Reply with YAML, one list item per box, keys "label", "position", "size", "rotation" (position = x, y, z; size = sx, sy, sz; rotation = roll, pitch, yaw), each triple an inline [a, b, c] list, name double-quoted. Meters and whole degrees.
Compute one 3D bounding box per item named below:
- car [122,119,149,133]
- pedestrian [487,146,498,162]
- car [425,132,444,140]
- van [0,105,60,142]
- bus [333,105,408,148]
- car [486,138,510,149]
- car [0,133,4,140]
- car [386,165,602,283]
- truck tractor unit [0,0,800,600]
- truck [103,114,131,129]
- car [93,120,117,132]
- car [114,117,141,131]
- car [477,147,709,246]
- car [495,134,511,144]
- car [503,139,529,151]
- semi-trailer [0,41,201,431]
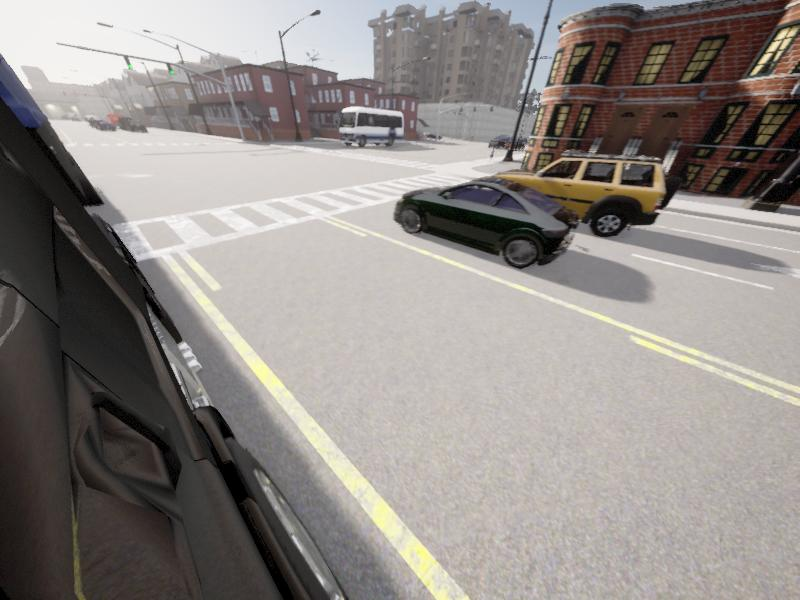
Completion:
- label: "car"
  position: [-47.079, -30.983, 41.082]
  size: [4.553, 1.767, 2.097]
  rotation: [28, 43, 30]
- label: "pedestrian"
  position: [7.940, -12.543, 19.899]
  size: [0.500, 1.100, 0.500]
  rotation: [20, 40, 22]
- label: "car"
  position: [9.227, -44.432, 62.651]
  size: [4.718, 1.301, 1.895]
  rotation: [31, 45, 27]
- label: "van"
  position: [-35.709, -17.109, 22.422]
  size: [5.915, 2.561, 1.988]
  rotation: [28, 43, 30]
- label: "bus"
  position: [-3.700, -24.223, 32.599]
  size: [3.944, 4.253, 10.273]
  rotation: [28, 43, 30]
- label: "car"
  position: [17.643, -28.066, 41.431]
  size: [2.128, 1.511, 4.902]
  rotation: [28, 43, 30]
- label: "car"
  position: [-38.225, -15.254, 20.744]
  size: [4.181, 1.385, 1.994]
  rotation: [29, 44, 31]
- label: "car"
  position: [1.877, -2.164, 5.568]
  size: [4.181, 1.385, 1.994]
  rotation: [28, 43, 30]
- label: "truck tractor unit"
  position: [-2.645, -0.295, 0.351]
  size: [6.516, 4.208, 3.053]
  rotation: [28, 44, 30]
- label: "truck"
  position: [-61.734, -38.960, 50.387]
  size: [5.204, 2.467, 2.627]
  rotation: [29, 44, 30]
- label: "car"
  position: [-51.752, -30.587, 40.550]
  size: [4.674, 1.442, 1.812]
  rotation: [28, 43, 30]
- label: "car"
  position: [-52.838, -34.120, 44.750]
  size: [5.566, 2.045, 2.150]
  rotation: [28, 43, 30]
- label: "car"
  position: [5.086, -3.400, 6.997]
  size: [4.605, 1.855, 1.932]
  rotation: [26, 43, 31]
- label: "car"
  position: [29.493, -46.049, 66.025]
  size: [2.150, 2.045, 5.566]
  rotation: [28, 43, 30]
- label: "car"
  position: [19.637, -26.219, 39.086]
  size: [2.163, 1.488, 4.792]
  rotation: [30, 45, 32]
- label: "semi-trailer"
  position: [-8.700, -3.583, 4.254]
  size: [14.254, 4.402, 2.717]
  rotation: [28, 43, 30]
